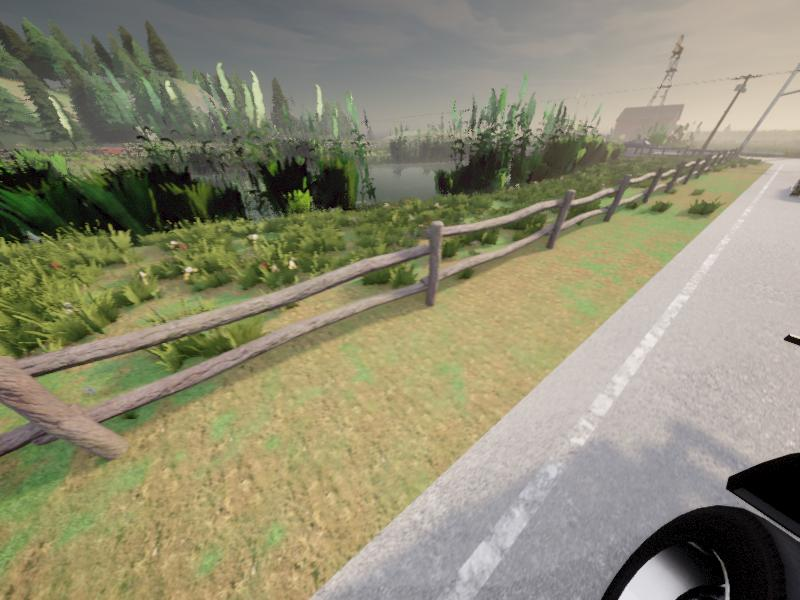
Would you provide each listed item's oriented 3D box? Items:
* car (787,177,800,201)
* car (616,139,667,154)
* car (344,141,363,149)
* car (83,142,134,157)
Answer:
[{"bbox_3d":[19.015,-5.142,9.900,4.181,1.385,1.994,-22,41,-28],"label":"car"},{"bbox_3d":[34.760,-22.281,33.428,1.812,1.442,4.674,-20,42,-26],"label":"car"},{"bbox_3d":[-11.379,-37.959,56.639,3.806,1.475,1.970,-20,40,-25],"label":"car"},{"bbox_3d":[-46.081,-23.921,36.675,4.553,1.767,2.097,-25,42,-31],"label":"car"}]
